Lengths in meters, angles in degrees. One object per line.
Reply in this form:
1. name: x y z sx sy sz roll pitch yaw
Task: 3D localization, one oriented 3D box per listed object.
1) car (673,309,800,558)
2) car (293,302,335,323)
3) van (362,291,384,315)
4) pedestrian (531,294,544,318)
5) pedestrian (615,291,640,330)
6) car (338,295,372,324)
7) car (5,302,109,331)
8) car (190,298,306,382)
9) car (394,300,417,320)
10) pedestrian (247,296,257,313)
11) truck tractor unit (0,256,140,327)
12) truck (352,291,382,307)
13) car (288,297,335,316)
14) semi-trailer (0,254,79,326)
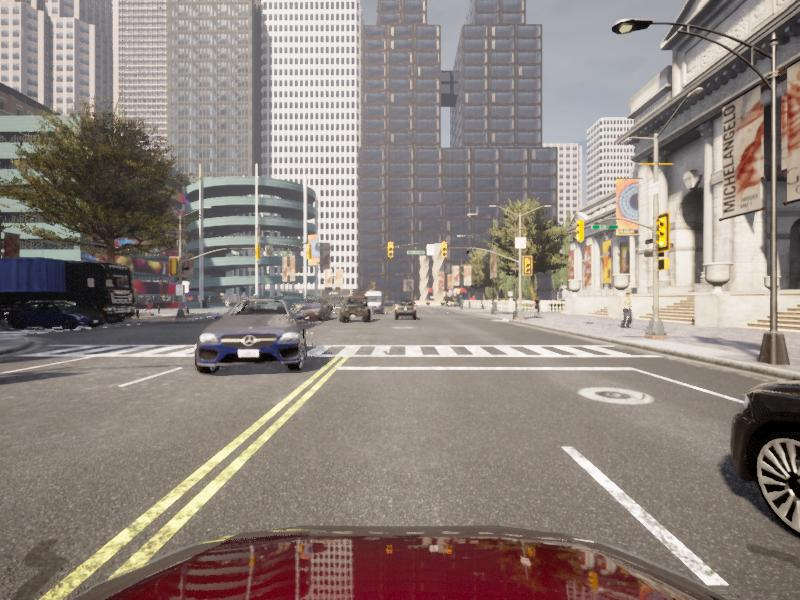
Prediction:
1. car: 3.511 0.836 1.169 2.128 1.511 4.902 0 0 1
2. car: -6.565 0.895 31.040 2.033 1.411 5.357 0 0 1
3. van: -2.877 0.324 44.485 1.988 2.561 5.915 0 0 1
4. pedestrian: 10.733 0.485 31.269 0.751 1.860 0.751 0 0 0
5. pedestrian: 11.110 0.485 19.544 0.751 1.860 0.751 0 0 -8
6. car: -3.104 0.648 28.291 1.905 1.878 3.866 0 0 1
7. car: -18.322 0.854 21.496 4.193 1.474 1.816 0 0 4
8. car: -3.594 0.780 10.509 2.152 1.651 5.027 0 0 -13
9. car: 0.489 0.788 34.467 1.851 1.617 3.988 0 0 1
10. pedestrian: -16.697 0.485 45.208 0.751 1.860 0.751 0 0 22
11. truck tractor unit: -20.804 -0.522 25.478 6.516 4.208 3.053 0 0 2
12. truck: -8.286 -0.325 99.642 2.891 3.827 8.468 0 0 -42
13. car: -9.243 0.651 41.998 1.932 1.855 4.605 2 1 37
14. semi-trailer: -28.709 -0.617 25.799 14.254 4.402 2.717 0 0 2
